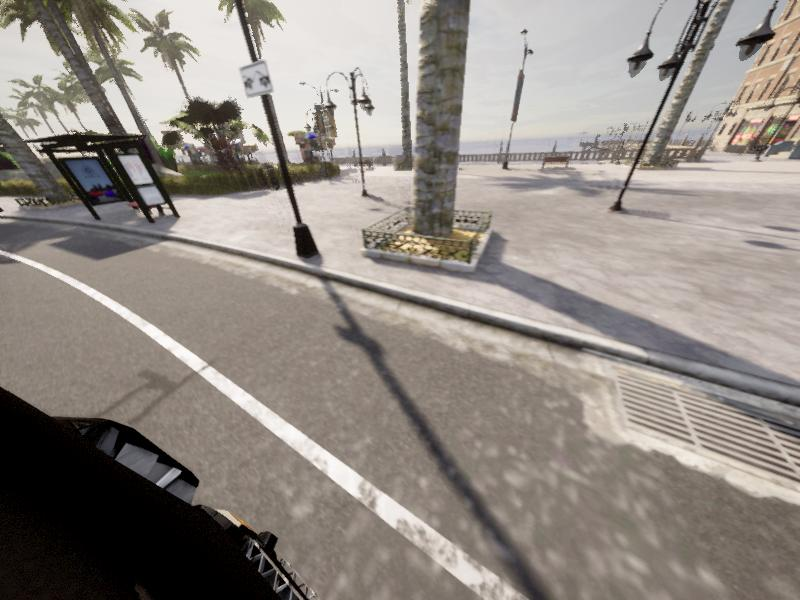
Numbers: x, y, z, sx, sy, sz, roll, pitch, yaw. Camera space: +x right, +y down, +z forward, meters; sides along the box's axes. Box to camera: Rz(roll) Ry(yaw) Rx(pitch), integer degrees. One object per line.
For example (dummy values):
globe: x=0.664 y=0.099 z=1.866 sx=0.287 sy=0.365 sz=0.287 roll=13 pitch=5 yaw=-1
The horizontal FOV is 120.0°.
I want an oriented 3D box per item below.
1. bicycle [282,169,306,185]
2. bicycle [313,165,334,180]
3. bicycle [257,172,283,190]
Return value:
bicycle: x=-7.860 y=-9.126 z=17.137 sx=1.643 sy=1.024 sz=0.373 roll=15 pitch=38 yaw=25
bicycle: x=-6.383 y=-10.628 z=19.297 sx=1.643 sy=1.024 sz=0.373 roll=15 pitch=38 yaw=25
bicycle: x=-8.844 y=-8.124 z=15.696 sx=1.643 sy=1.024 sz=0.373 roll=15 pitch=38 yaw=25
